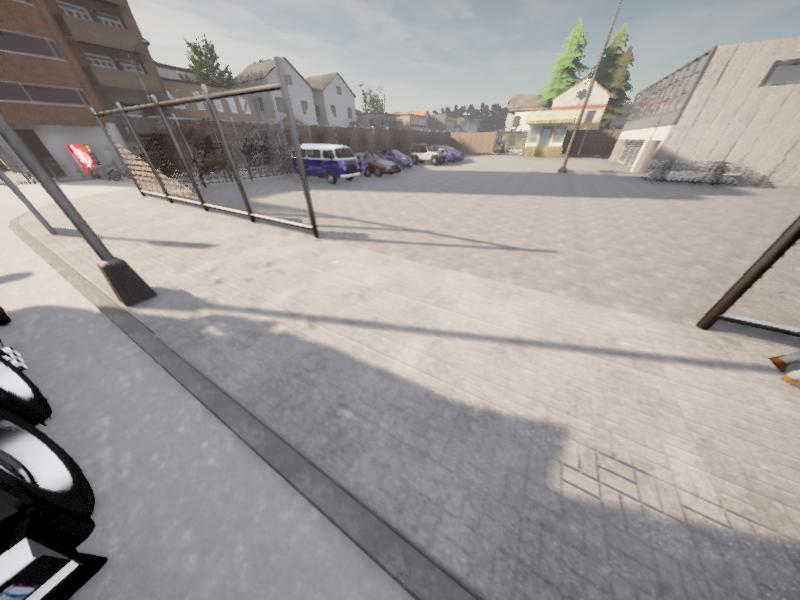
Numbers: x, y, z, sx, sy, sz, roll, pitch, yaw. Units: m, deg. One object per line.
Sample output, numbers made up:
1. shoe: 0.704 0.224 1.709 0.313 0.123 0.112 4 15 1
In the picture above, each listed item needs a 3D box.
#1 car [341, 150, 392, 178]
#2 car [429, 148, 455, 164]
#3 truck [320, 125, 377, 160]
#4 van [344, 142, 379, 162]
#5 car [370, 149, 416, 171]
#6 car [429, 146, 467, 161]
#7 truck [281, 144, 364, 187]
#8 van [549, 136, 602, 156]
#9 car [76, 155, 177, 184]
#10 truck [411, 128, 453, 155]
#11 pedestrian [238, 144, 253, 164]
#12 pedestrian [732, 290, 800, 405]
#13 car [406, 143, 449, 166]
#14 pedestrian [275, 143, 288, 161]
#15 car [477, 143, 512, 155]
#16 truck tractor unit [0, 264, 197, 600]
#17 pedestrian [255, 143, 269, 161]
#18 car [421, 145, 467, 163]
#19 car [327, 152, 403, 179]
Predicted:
1. car: -2.355 -10.282 17.348 1.789 1.547 3.705 18 39 24
2. car: 4.571 -15.725 25.191 2.207 1.379 1.481 18 39 24
3. truck: -7.154 -23.061 33.908 2.891 3.827 8.468 18 39 24
4. van: -5.006 -19.880 30.877 2.069 2.038 4.480 18 39 24
5. car: -0.622 -12.646 20.748 3.633 1.501 1.845 18 39 24
6. car: 6.057 -18.766 29.487 4.193 1.474 1.816 18 39 24
7. truck: -4.732 -8.491 14.375 4.478 2.038 2.069 18 39 24
8. van: 27.464 -24.316 36.487 5.915 2.561 1.988 18 39 25
9. car: -19.536 -9.575 16.789 1.994 1.385 4.181 16 38 22
10. truck: 6.091 -30.162 43.988 8.468 3.827 2.891 -28 43 -33
11. pedestrian: -17.597 -16.720 26.391 0.751 1.860 0.751 -25 42 -31
12. pedestrian: 4.279 0.130 1.931 0.751 1.860 0.751 18 39 24
13. car: 2.741 -15.066 23.896 3.866 1.878 1.905 18 39 24
14. pedestrian: -14.739 -18.375 28.741 0.751 1.860 0.751 -22 40 -28
15. car: 17.097 -27.337 41.775 5.366 1.575 1.801 18 39 25
16. truck tractor unit: -5.113 -0.295 0.791 6.516 4.208 3.053 18 39 24
17. pedestrian: -17.503 -18.810 29.396 0.751 1.860 0.751 19 39 26
18. car: 5.108 -17.040 26.894 4.611 1.667 2.242 18 39 24
19. car: -2.607 -10.156 17.294 5.357 1.415 2.033 18 39 24
